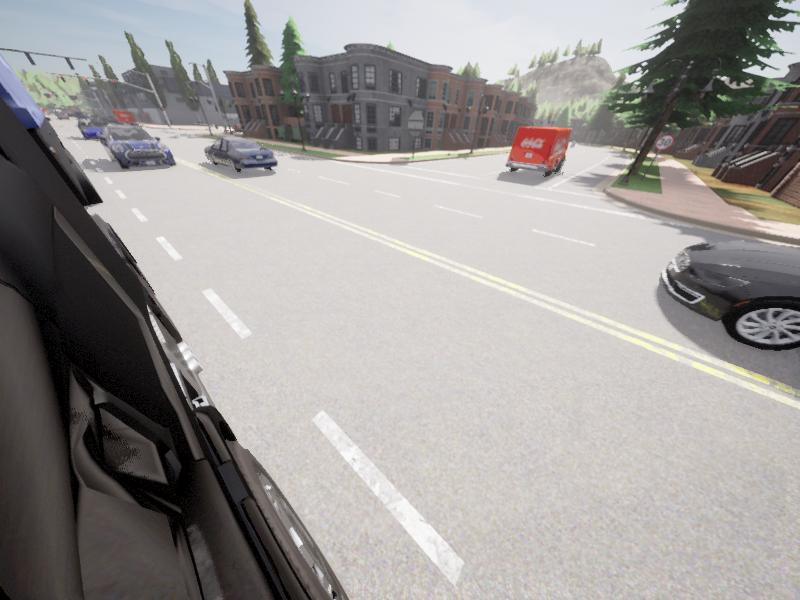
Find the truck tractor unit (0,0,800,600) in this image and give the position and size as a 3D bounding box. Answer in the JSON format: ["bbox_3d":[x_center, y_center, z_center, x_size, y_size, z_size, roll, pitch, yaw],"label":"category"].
[{"bbox_3d":[-2.645,-0.295,0.351,6.516,4.208,3.053,28,44,30],"label":"truck tractor unit"}]

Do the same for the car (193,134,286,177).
[{"bbox_3d":[-8.677,-7.869,12.388,5.357,1.411,2.033,28,44,30],"label":"car"}]

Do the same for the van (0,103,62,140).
[{"bbox_3d":[-33.985,-16.412,21.204,6.366,2.431,2.351,28,44,30],"label":"van"}]

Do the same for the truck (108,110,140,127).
[{"bbox_3d":[-53.766,-35.322,45.007,5.204,2.467,2.627,28,44,30],"label":"truck"}]

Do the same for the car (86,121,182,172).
[{"bbox_3d":[-13.609,-7.935,11.813,4.553,1.767,2.097,28,44,30],"label":"car"}]

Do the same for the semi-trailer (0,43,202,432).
[{"bbox_3d":[-8.692,-3.621,4.217,14.254,4.402,2.717,28,44,30],"label":"semi-trailer"}]

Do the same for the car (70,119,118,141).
[{"bbox_3d":[-29.135,-16.181,21.972,4.514,1.525,2.007,28,44,30],"label":"car"}]

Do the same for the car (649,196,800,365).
[{"bbox_3d":[6.461,0.234,2.531,4.892,1.490,1.837,28,43,30],"label":"car"}]

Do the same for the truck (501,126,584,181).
[{"bbox_3d":[9.222,-9.599,14.936,2.627,2.467,5.204,30,45,31],"label":"truck"}]
